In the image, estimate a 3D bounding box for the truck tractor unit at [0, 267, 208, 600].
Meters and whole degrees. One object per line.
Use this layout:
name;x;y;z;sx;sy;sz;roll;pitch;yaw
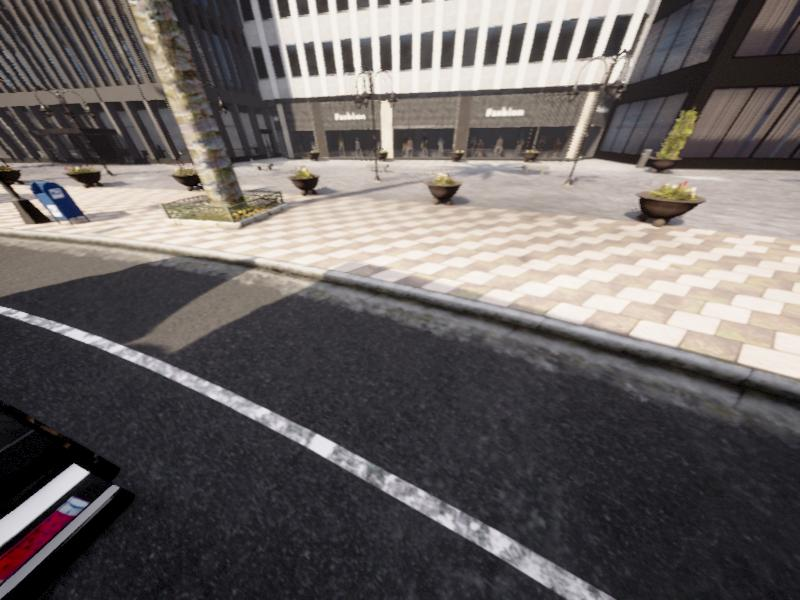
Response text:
truck tractor unit;-5.281;-0.079;0.485;6.516;4.208;3.053;10;36;15
